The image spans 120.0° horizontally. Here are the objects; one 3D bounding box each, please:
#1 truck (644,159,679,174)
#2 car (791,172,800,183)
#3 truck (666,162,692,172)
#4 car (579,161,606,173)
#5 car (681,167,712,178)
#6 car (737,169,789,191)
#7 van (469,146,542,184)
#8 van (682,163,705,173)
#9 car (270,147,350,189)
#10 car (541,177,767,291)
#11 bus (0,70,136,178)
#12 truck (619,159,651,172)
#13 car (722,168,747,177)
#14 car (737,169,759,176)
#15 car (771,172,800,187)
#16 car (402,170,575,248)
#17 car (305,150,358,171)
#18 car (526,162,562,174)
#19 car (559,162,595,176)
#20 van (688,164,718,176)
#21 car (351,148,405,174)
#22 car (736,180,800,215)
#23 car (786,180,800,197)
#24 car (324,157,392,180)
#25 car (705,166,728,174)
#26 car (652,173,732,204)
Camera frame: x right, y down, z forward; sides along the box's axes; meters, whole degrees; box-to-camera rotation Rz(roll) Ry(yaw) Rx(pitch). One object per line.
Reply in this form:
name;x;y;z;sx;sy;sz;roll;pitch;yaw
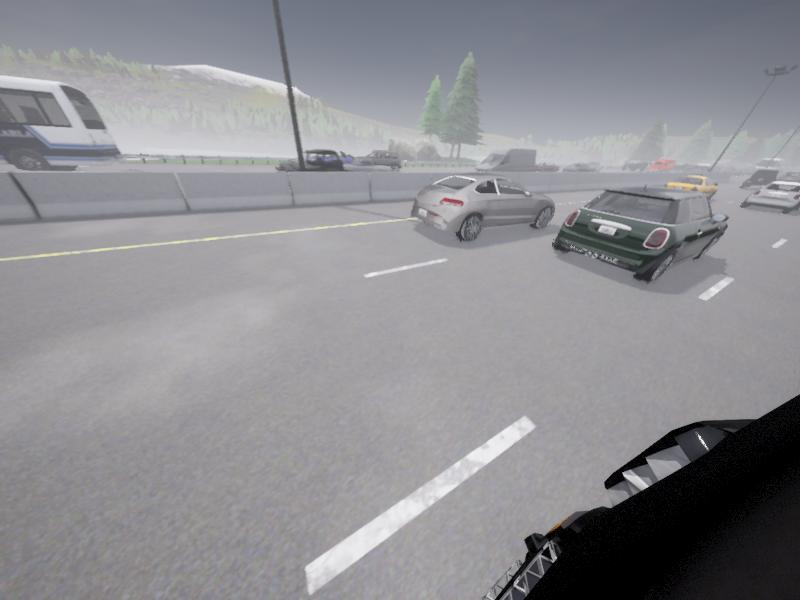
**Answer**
truck;52.210;-26.674;46.155;5.204;2.467;2.627;-15;38;-25
car;72.940;-21.886;41.335;4.856;1.649;2.033;-15;38;-25
truck;75.042;-35.864;62.183;6.274;2.098;2.390;-15;38;-25
car;33.427;-23.113;40.134;4.974;1.542;2.038;-22;41;-33
car;54.536;-23.513;42.504;4.902;1.511;2.128;-15;38;-25
car;39.459;-13.063;25.124;3.866;1.878;1.905;-15;38;-25
van;9.274;-11.905;20.375;5.915;2.561;1.988;-15;38;-25
van;74.395;-33.458;58.563;4.480;2.038;2.069;-15;38;-25
car;-5.181;-7.782;13.589;3.866;1.878;1.905;-15;37;-25
car;6.275;-1.975;5.829;4.553;1.767;2.097;-15;38;-25
bus;-21.926;-8.621;11.382;10.273;4.253;3.944;-15;37;-25
truck;51.931;-29.705;51.042;6.274;2.098;2.390;-15;38;-25
car;77.760;-29.702;53.699;4.902;1.511;2.128;-15;38;-25
car;89.053;-32.699;59.156;5.357;1.411;2.033;-15;38;-25
car;57.291;-17.725;33.783;4.611;1.667;2.242;-15;38;-25
car;2.831;-3.192;7.546;5.027;1.651;2.152;-15;37;-25
car;-6.731;-13.834;22.929;4.514;1.525;2.007;-15;37;-25
car;20.413;-18.768;32.752;4.718;1.301;1.895;-15;38;-25
car;23.705;-17.512;30.958;4.193;1.474;1.816;-15;38;-25
van;61.074;-26.231;46.593;4.480;2.038;2.069;-15;38;-25
car;-2.044;-13.021;21.763;4.605;1.855;1.932;-15;37;-25
car;22.967;-6.292;13.964;3.806;1.475;1.970;-15;38;-25
car;38.579;-10.506;21.453;3.988;1.617;1.851;-15;37;-25
car;-3.191;-10.271;18.044;4.718;1.301;1.895;-15;38;-25
car;78.390;-32.136;57.289;4.974;1.542;2.038;-15;38;-25
car;20.044;-7.761;15.854;5.366;1.575;1.801;-15;37;-25
